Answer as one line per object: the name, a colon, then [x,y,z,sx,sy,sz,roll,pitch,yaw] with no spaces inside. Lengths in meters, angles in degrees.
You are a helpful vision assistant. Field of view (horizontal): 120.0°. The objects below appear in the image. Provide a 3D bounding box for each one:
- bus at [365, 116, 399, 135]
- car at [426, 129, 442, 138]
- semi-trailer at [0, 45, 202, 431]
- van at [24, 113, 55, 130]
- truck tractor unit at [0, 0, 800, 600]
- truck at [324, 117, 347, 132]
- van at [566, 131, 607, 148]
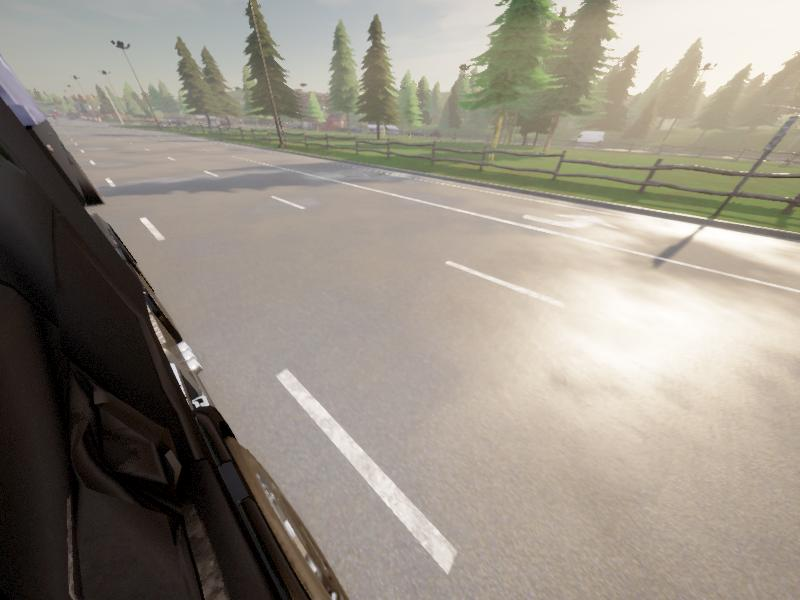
bus: [-5.416,-52.460,69.576,10.273,4.253,3.944,28,44,30]
car: [9.438,-46.387,64.273,3.866,1.878,1.905,28,44,30]
semi-trailer: [-8.704,-3.583,4.247,14.254,4.402,2.717,28,44,30]
van: [-56.396,-27.966,36.188,4.442,1.987,1.775,28,44,30]
truck tractor unit: [-2.645,-0.295,0.351,6.516,4.208,3.053,28,44,30]
truck: [-22.721,-61.649,81.240,8.468,3.827,2.891,28,44,30]
van: [38.857,-33.688,48.344,5.915,2.561,1.988,28,44,30]
